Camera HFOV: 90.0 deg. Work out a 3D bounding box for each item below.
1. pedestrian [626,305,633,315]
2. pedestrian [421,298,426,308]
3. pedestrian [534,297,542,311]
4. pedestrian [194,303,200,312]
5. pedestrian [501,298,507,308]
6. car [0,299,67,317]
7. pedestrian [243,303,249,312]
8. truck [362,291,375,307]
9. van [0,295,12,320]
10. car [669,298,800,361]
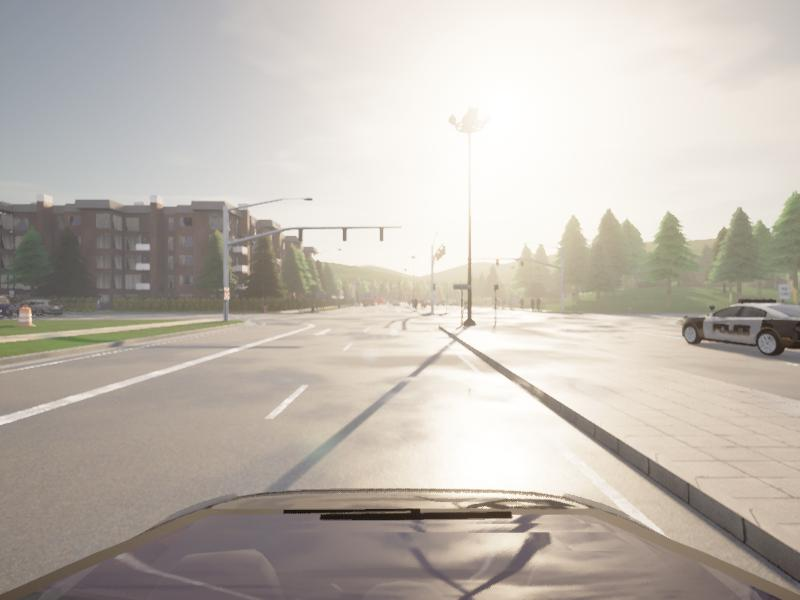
[{"bbox_3d":[25.206,1.051,43.978,0.500,1.100,0.500,0,0,2],"label":"pedestrian"},{"bbox_3d":[4.281,0.540,73.079,0.751,1.860,0.751,0,0,1],"label":"pedestrian"},{"bbox_3d":[18.624,0.514,53.937,0.751,1.860,0.751,0,0,-37],"label":"pedestrian"},{"bbox_3d":[-25.767,0.904,50.732,0.500,1.100,0.500,0,0,-1],"label":"pedestrian"},{"bbox_3d":[18.817,0.528,72.377,0.751,1.860,0.751,0,0,-3],"label":"pedestrian"},{"bbox_3d":[-35.801,0.786,39.109,4.611,1.667,2.242,0,0,-1],"label":"car"},{"bbox_3d":[-19.517,0.903,50.627,0.500,1.100,0.500,0,0,3],"label":"pedestrian"},{"bbox_3d":[-8.005,-0.246,103.647,2.891,3.827,8.468,0,0,-1],"label":"truck"},{"bbox_3d":[-34.253,0.624,32.123,4.442,1.987,1.775,0,0,-1],"label":"van"},{"bbox_3d":[11.476,0.781,13.033,1.930,1.638,5.238,0,0,0],"label":"car"}]
